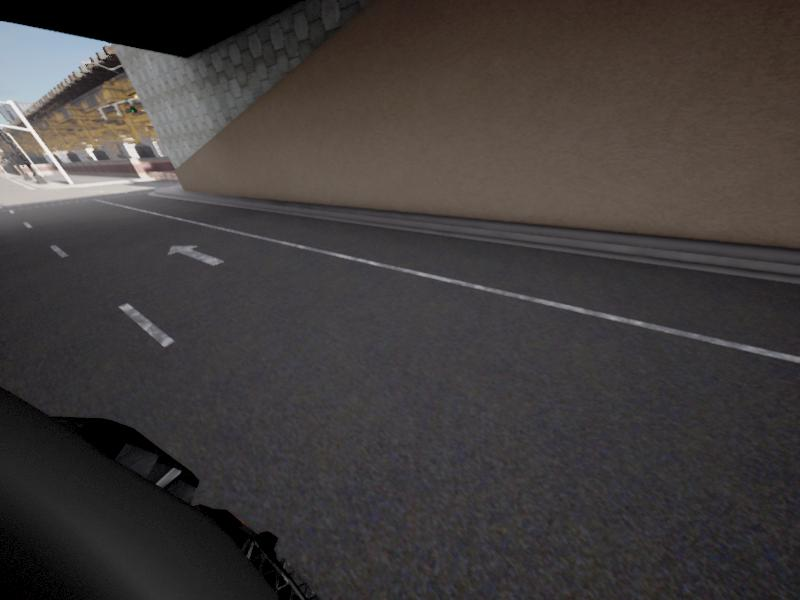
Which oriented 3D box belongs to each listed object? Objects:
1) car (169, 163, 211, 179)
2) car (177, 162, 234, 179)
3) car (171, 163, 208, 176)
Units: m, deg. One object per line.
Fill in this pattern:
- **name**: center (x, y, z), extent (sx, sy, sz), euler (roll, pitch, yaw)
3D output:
- **car**: center (-28.388, -17.657, 31.447), extent (2.038, 1.542, 4.974), euler (-10, 34, -10)
- **car**: center (-24.500, -16.433, 29.296), extent (4.974, 1.542, 2.038), euler (-4, 33, -2)
- **car**: center (-28.407, -17.816, 31.402), extent (1.853, 1.218, 4.536), euler (-10, 34, -10)
